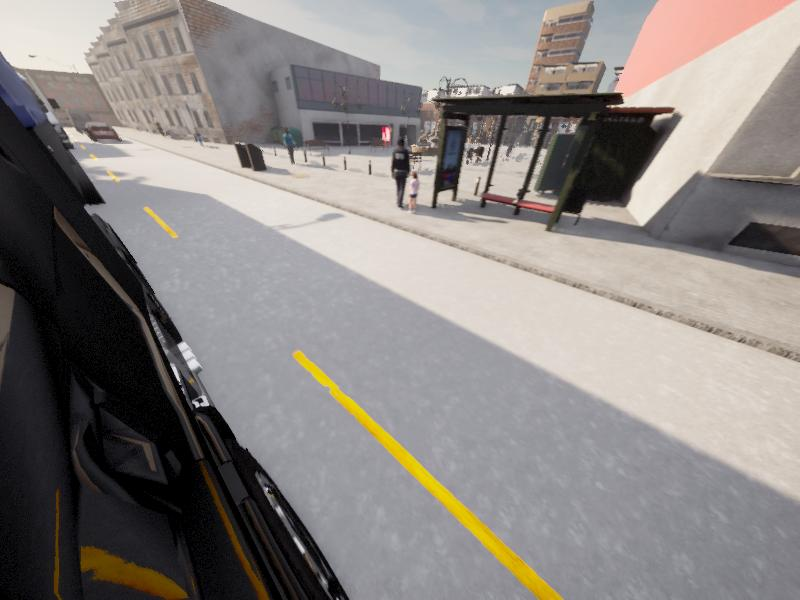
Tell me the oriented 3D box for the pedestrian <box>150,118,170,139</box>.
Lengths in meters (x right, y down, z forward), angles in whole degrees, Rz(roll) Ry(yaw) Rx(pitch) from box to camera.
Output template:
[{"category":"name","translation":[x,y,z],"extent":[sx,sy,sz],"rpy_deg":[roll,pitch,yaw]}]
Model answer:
[{"category":"pedestrian","translation":[-27.419,-19.573,26.362],"extent":[0.751,1.860,0.751],"rpy_deg":[27,43,29]}]

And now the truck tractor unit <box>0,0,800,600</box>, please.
[{"category":"truck tractor unit","translation":[-2.645,-0.295,0.351],"extent":[6.516,4.208,3.053],"rpy_deg":[28,44,30]}]

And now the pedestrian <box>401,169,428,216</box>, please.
[{"category":"pedestrian","translation":[0.406,-3.081,6.636],"extent":[0.500,1.100,0.500],"rpy_deg":[-19,42,-26]}]

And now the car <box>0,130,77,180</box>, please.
[{"category":"car","translation":[-16.875,-6.713,10.444],"extent":[5.357,1.411,2.033],"rpy_deg":[28,44,30]}]

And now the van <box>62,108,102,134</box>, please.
[{"category":"van","translation":[-43.250,-24.331,31.434],"extent":[5.915,2.561,1.988],"rpy_deg":[28,44,30]}]

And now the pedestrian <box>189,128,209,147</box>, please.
[{"category":"pedestrian","translation":[-17.574,-14.185,20.220],"extent":[0.751,1.300,0.751],"rpy_deg":[24,42,26]}]

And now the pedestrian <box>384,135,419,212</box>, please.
[{"category":"pedestrian","translation":[0.030,-3.709,6.816],"extent":[0.751,1.860,0.751],"rpy_deg":[14,38,15]}]

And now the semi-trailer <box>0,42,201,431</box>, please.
[{"category":"semi-trailer","translation":[-8.689,-3.602,4.250],"extent":[14.254,4.402,2.717],"rpy_deg":[28,44,30]}]

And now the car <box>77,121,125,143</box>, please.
[{"category":"car","translation":[-29.862,-16.785,23.037],"extent":[4.792,1.488,2.163],"rpy_deg":[28,44,30]}]

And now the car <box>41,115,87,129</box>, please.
[{"category":"car","translation":[-59.799,-31.664,41.163],"extent":[4.605,1.855,1.932],"rpy_deg":[6,37,4]}]

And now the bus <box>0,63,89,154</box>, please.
[{"category":"bus","translation":[-27.220,-13.473,16.473],"extent":[10.273,4.253,3.944],"rpy_deg":[28,44,30]}]

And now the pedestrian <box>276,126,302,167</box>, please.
[{"category":"pedestrian","translation":[-6.246,-8.673,13.066],"extent":[0.751,1.860,0.751],"rpy_deg":[-24,44,-30]}]
